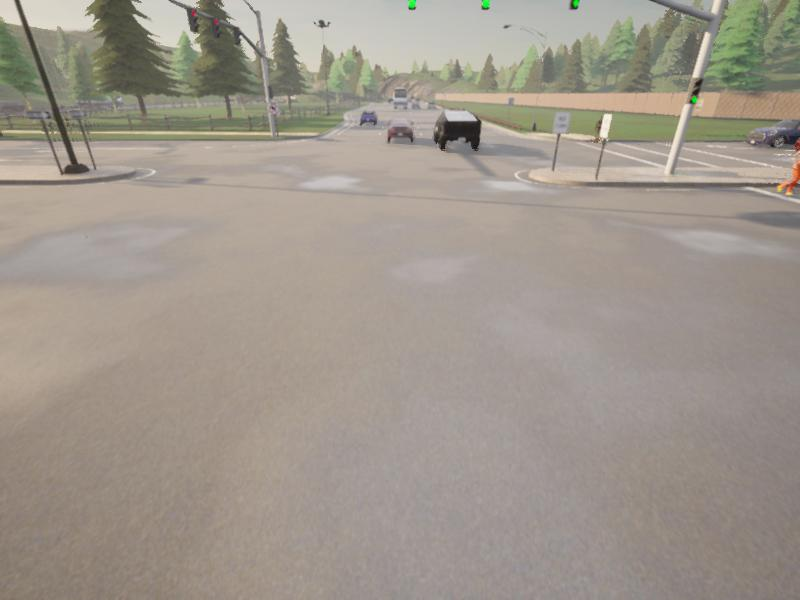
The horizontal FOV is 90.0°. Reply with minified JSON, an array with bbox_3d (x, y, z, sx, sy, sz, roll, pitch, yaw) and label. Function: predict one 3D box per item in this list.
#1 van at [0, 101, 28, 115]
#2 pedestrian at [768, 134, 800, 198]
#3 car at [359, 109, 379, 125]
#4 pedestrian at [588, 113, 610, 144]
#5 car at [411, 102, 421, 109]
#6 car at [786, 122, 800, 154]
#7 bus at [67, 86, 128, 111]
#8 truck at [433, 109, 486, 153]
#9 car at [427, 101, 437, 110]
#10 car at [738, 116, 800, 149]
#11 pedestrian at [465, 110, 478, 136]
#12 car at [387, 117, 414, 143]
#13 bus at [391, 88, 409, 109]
[{"bbox_3d":[-64.557,-31.772,66.021,1.775,1.987,4.442,0,27,0],"label":"van"},{"bbox_3d":[13.037,-4.361,13.019,0.751,1.860,0.751,-6,28,-11],"label":"pedestrian"},{"bbox_3d":[-3.441,-20.543,44.895,1.816,1.474,4.193,0,27,0],"label":"car"},{"bbox_3d":[13.397,-11.527,26.943,0.751,1.860,0.751,0,27,-1],"label":"pedestrian"},{"bbox_3d":[3.633,-45.004,92.494,2.033,1.411,5.357,0,27,0],"label":"car"},{"bbox_3d":[24.841,-9.038,22.462,3.988,1.617,1.851,0,27,1],"label":"car"},{"bbox_3d":[-60.856,-40.736,80.957,3.944,4.253,10.273,0,27,0],"label":"bus"},{"bbox_3d":[3.533,-10.829,25.354,2.390,2.098,6.274,0,27,0],"label":"truck"},{"bbox_3d":[7.131,-43.938,90.298,1.851,1.617,3.988,0,27,0],"label":"car"},{"bbox_3d":[25.002,-10.721,25.527,4.553,1.767,2.097,0,27,1],"label":"car"},{"bbox_3d":[5.825,-14.429,32.569,0.751,1.860,0.751,0,27,-1],"label":"pedestrian"},{"bbox_3d":[0.029,-12.624,29.553,1.812,1.442,4.674,0,27,0],"label":"car"},{"bbox_3d":[0.014,-47.095,93.432,3.944,4.253,10.273,0,27,0],"label":"bus"}]
